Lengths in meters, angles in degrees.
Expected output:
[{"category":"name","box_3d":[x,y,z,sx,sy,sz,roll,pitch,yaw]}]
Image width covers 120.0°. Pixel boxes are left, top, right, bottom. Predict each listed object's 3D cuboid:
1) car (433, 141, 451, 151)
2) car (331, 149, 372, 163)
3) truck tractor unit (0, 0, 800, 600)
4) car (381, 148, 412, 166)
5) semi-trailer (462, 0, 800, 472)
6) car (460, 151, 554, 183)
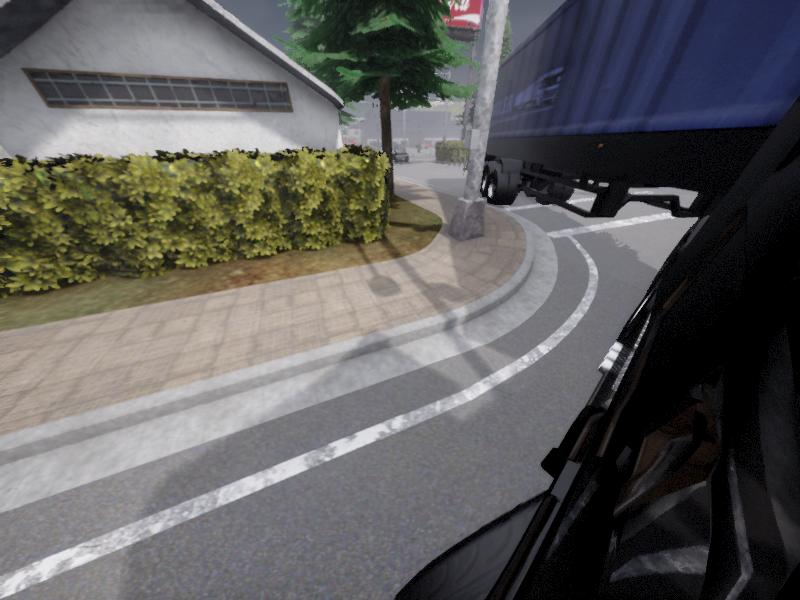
[{"category":"car","box_3d":[10.048,-36.835,55.361,1.932,1.855,4.605,-14,36,-18]},{"category":"car","box_3d":[-6.256,-18.730,30.001,4.674,1.442,1.812,7,36,10]},{"category":"truck tractor unit","box_3d":[2.645,-0.295,0.351,6.516,4.208,3.053,-28,44,-30]},{"category":"car","box_3d":[-0.526,-17.640,28.301,2.128,1.511,4.902,-14,38,-18]},{"category":"semi-trailer","box_3d":[4.475,-4.596,6.201,2.717,4.402,14.254,1,35,3]},{"category":"car","box_3d":[6.341,-8.514,14.575,2.033,1.411,5.357,-13,35,-20]}]
